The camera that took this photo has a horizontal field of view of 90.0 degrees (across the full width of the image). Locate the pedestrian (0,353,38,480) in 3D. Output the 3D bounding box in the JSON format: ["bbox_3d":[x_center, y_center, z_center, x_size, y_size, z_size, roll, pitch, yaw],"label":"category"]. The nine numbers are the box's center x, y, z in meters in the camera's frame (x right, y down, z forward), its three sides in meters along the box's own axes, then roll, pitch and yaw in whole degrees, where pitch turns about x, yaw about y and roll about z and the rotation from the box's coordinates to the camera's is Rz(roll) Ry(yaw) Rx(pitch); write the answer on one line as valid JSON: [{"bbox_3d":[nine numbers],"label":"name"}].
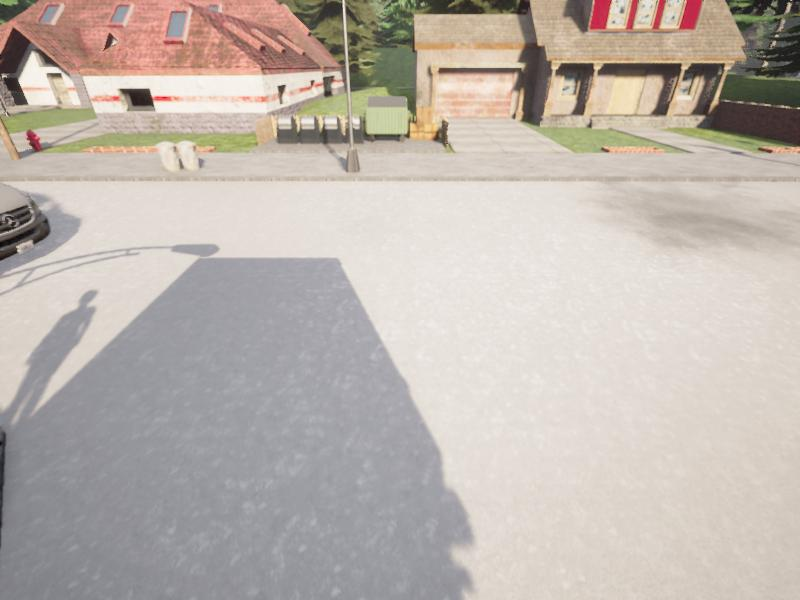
[{"bbox_3d":[-3.623,0.555,2.957,0.751,1.860,0.751,-17,35,-27],"label":"pedestrian"}]

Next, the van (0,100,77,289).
[{"bbox_3d":[-9.267,-1.658,6.319,5.915,2.561,1.988,0,30,0],"label":"van"}]
